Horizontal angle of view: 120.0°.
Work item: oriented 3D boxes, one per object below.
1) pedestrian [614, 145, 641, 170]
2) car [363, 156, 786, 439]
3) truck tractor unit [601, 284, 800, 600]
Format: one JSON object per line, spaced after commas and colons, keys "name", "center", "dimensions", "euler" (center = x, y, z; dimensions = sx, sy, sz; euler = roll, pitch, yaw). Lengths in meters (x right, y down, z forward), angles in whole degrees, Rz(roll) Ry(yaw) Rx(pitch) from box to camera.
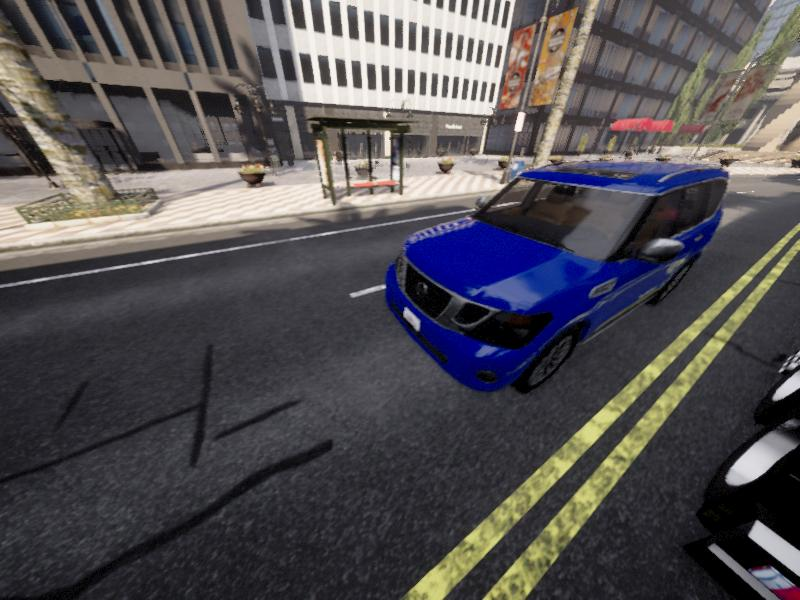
{"name": "pedestrian", "center": [20.196, -12.634, 20.560], "dimensions": [0.751, 1.860, 0.751], "euler": [-1, 35, -3]}
{"name": "car", "center": [2.535, -0.846, 3.492], "dimensions": [5.566, 2.045, 2.150], "euler": [-18, 39, -24]}
{"name": "truck tractor unit", "center": [5.142, -0.264, 0.766], "dimensions": [6.516, 4.208, 3.053], "euler": [-17, 37, -23]}
